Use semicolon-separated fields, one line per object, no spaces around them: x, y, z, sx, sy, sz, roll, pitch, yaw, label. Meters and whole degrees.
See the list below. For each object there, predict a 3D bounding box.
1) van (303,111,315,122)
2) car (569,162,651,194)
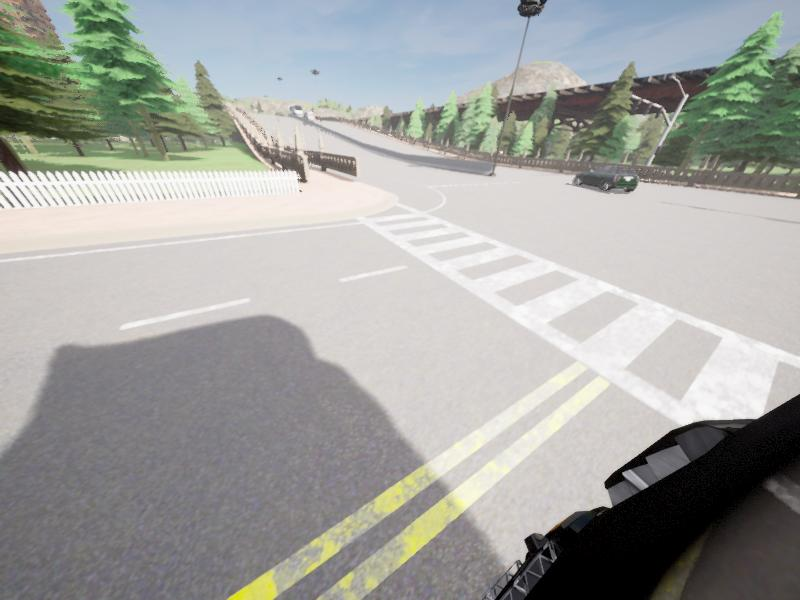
-32.099;-64.765;81.377;2.351;2.431;6.366;-17;45;-27;van
16.407;-9.879;18.484;2.097;1.767;4.553;0;34;-3;car
